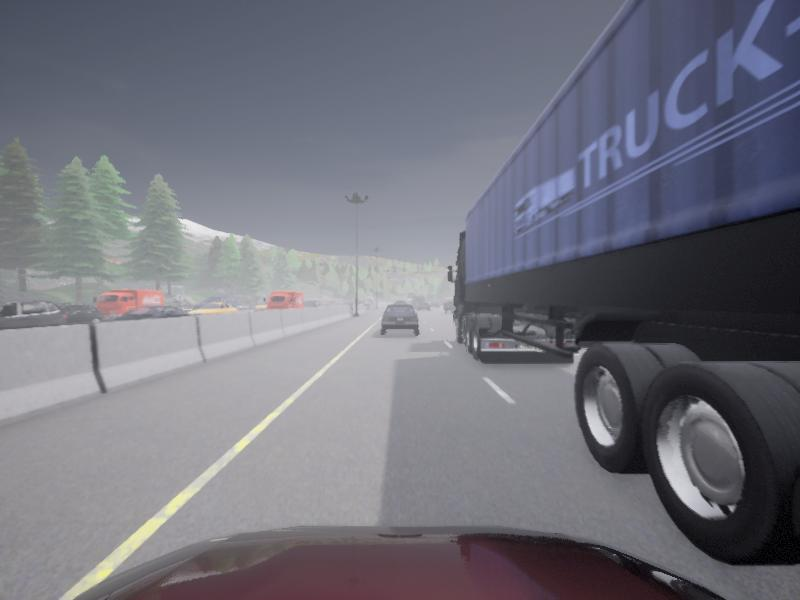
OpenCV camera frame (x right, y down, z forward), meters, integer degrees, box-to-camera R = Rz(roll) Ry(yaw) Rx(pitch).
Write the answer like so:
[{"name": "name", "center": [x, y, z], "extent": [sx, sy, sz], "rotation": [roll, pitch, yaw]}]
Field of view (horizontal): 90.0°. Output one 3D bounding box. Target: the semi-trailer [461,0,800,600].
[{"name": "semi-trailer", "center": [3.179, -0.612, 5.169], "extent": [2.717, 4.402, 14.254], "rotation": [0, 0, 0]}]

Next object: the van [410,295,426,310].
[{"name": "van", "center": [3.316, 0.432, 74.454], "extent": [1.988, 2.561, 5.915], "rotation": [0, 0, -6]}]

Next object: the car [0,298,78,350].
[{"name": "car", "center": [-13.998, 0.778, 13.663], "extent": [2.242, 1.667, 4.611], "rotation": [0, 0, 0]}]

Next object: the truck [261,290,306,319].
[{"name": "truck", "center": [-10.462, 0.411, 36.451], "extent": [2.627, 2.467, 5.204], "rotation": [0, 0, 0]}]

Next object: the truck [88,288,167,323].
[{"name": "truck", "center": [-20.975, 0.403, 31.177], "extent": [2.627, 2.467, 5.204], "rotation": [0, 0, 0]}]

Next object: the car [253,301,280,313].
[{"name": "car", "center": [-17.421, 0.878, 52.514], "extent": [1.801, 1.575, 5.366], "rotation": [0, 0, 0]}]

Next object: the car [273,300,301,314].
[{"name": "car", "center": [-13.921, 0.829, 49.609], "extent": [2.242, 1.667, 4.611], "rotation": [0, 0, 0]}]

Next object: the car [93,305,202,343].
[{"name": "car", "center": [-10.499, 0.932, 17.081], "extent": [1.994, 1.385, 4.181], "rotation": [0, 0, 0]}]

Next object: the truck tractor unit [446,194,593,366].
[{"name": "truck tractor unit", "center": [3.293, -0.504, 13.079], "extent": [3.053, 4.208, 6.516], "rotation": [0, 0, 2]}]

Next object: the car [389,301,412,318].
[{"name": "car", "center": [0.047, 0.879, 38.979], "extent": [2.038, 1.542, 4.974], "rotation": [0, -1, 0]}]

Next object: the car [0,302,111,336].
[{"name": "car", "center": [-17.497, 0.876, 20.480], "extent": [1.837, 1.490, 4.892], "rotation": [0, 0, 0]}]

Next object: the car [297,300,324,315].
[{"name": "car", "center": [-10.430, 0.847, 47.028], "extent": [2.033, 1.649, 4.856], "rotation": [0, 0, 0]}]

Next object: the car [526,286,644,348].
[{"name": "car", "center": [7.000, 0.589, 16.050], "extent": [2.150, 2.045, 5.566], "rotation": [0, 0, 0]}]

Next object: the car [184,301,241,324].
[{"name": "car", "center": [-13.976, 0.846, 30.189], "extent": [1.801, 1.575, 5.366], "rotation": [0, 0, 0]}]

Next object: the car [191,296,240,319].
[{"name": "car", "center": [-17.459, 0.620, 38.216], "extent": [2.150, 2.045, 5.566], "rotation": [0, 1, 0]}]

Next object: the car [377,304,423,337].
[{"name": "car", "center": [0.004, 0.925, 20.340], "extent": [2.033, 1.411, 5.357], "rotation": [0, 0, 0]}]
